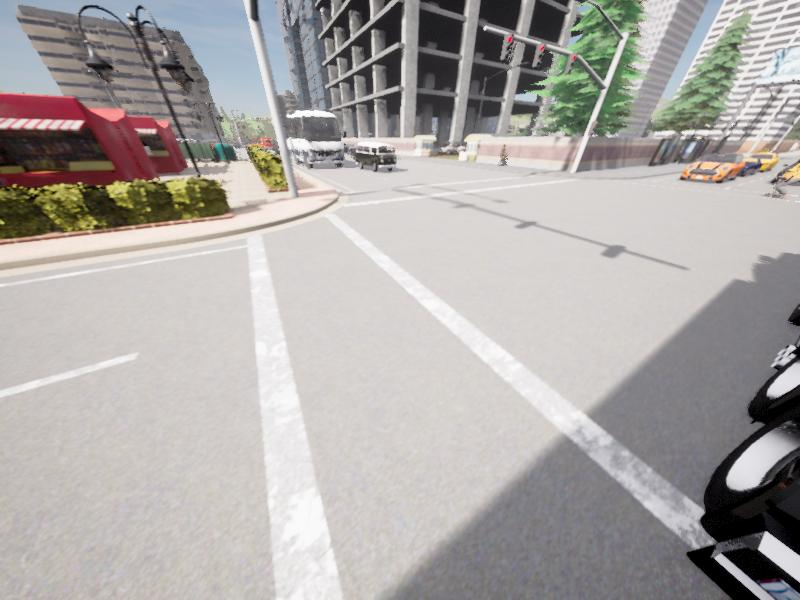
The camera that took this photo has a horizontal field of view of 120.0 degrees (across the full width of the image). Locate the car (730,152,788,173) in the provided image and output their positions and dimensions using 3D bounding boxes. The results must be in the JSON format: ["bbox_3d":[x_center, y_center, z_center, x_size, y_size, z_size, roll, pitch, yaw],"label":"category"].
[{"bbox_3d":[34.449,-13.251,22.156,5.008,1.535,1.882,-18,39,-24],"label":"car"}]

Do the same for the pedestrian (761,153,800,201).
[{"bbox_3d":[18.409,-5.760,10.839,0.751,1.860,0.751,-26,43,-33],"label":"pedestrian"}]

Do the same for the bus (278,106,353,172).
[{"bbox_3d":[-8.502,-15.578,22.555,3.944,4.253,10.273,-18,39,-25],"label":"bus"}]

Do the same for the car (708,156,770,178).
[{"bbox_3d":[28.437,-11.216,19.370,4.718,1.301,1.895,-18,39,-24],"label":"car"}]

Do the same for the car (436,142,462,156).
[{"bbox_3d":[8.007,-25.032,38.198,1.905,1.878,3.866,-18,39,-24],"label":"car"}]

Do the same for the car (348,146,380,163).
[{"bbox_3d":[-4.642,-18.424,29.104,2.128,1.511,4.902,-18,39,-25],"label":"car"}]

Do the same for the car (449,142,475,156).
[{"bbox_3d":[10.556,-25.856,39.413,1.905,1.878,3.866,-18,39,-24],"label":"car"}]

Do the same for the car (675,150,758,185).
[{"bbox_3d":[22.366,-9.465,16.341,4.553,1.767,2.097,-18,39,-24],"label":"car"}]

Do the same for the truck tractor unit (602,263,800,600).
[{"bbox_3d":[5.107,-0.302,0.789,6.516,4.208,3.053,-18,39,-24],"label":"truck tractor unit"}]

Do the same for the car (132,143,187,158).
[{"bbox_3d":[-32.428,-20.366,31.392,4.611,1.667,2.242,-18,39,-24],"label":"car"}]

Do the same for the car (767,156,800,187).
[{"bbox_3d":[27.137,-8.576,15.377,4.892,1.490,1.837,-18,39,-25],"label":"car"}]

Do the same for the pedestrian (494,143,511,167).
[{"bbox_3d":[9.553,-13.526,21.587,0.751,1.860,0.751,-10,36,-15],"label":"pedestrian"}]

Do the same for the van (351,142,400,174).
[{"bbox_3d":[-2.103,-12.151,19.622,2.069,2.038,4.480,-21,41,-28],"label":"van"}]

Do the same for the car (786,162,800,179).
[{"bbox_3d":[33.388,-10.591,18.350,4.892,1.490,1.837,-18,39,-24],"label":"car"}]
